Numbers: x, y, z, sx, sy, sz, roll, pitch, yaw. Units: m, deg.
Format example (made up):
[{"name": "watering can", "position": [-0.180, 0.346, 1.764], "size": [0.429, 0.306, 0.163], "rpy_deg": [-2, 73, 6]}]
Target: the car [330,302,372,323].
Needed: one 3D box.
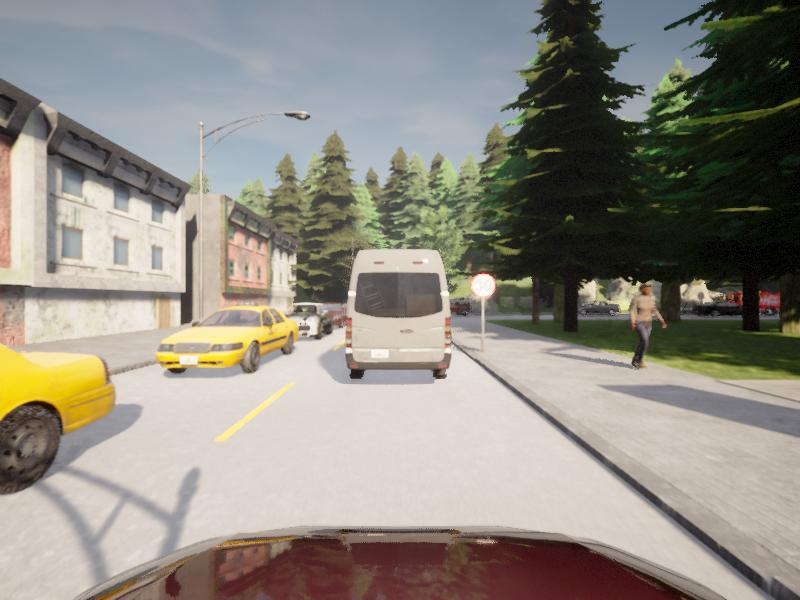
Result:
[{"name": "car", "position": [-3.692, 0.908, 31.090], "size": [1.812, 1.442, 4.674], "rpy_deg": [0, 0, 13]}]

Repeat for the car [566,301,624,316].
[{"name": "car", "position": [20.024, 0.884, 41.194], "size": [4.902, 1.511, 2.128], "rpy_deg": [0, 0, -1]}]

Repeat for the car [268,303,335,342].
[{"name": "car", "position": [-4.071, 0.874, 17.209], "size": [1.970, 1.475, 3.806], "rpy_deg": [0, 0, 0]}]

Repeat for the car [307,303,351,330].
[{"name": "car", "position": [-4.097, 0.898, 23.778], "size": [1.812, 1.442, 4.674], "rpy_deg": [0, 0, 0]}]

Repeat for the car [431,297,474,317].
[{"name": "car", "position": [5.285, 0.695, 40.432], "size": [3.866, 1.878, 1.905], "rpy_deg": [0, 0, -12]}]

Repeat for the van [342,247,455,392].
[{"name": "van", "position": [-0.037, 0.335, 10.008], "size": [1.988, 2.561, 5.915], "rpy_deg": [0, 0, 0]}]

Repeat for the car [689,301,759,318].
[{"name": "car", "position": [30.123, 0.866, 37.295], "size": [5.008, 1.535, 1.882], "rpy_deg": [0, 0, -1]}]

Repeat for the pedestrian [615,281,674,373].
[{"name": "pedestrian", "position": [5.172, 0.543, 8.502], "size": [0.751, 1.860, 0.751], "rpy_deg": [0, 0, -9]}]

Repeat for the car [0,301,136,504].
[{"name": "car", "position": [-4.009, 0.803, 2.039], "size": [1.801, 1.575, 5.366], "rpy_deg": [0, 0, 0]}]

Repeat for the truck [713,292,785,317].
[{"name": "truck", "position": [35.940, 0.409, 41.350], "size": [5.204, 2.467, 2.627], "rpy_deg": [0, 0, 0]}]

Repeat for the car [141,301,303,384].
[{"name": "car", "position": [-4.042, 0.814, 10.312], "size": [1.801, 1.575, 5.366], "rpy_deg": [0, 0, 0]}]

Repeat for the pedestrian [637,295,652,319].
[{"name": "pedestrian", "position": [19.596, 0.570, 32.079], "size": [0.751, 1.860, 0.751], "rpy_deg": [0, 0, -1]}]
